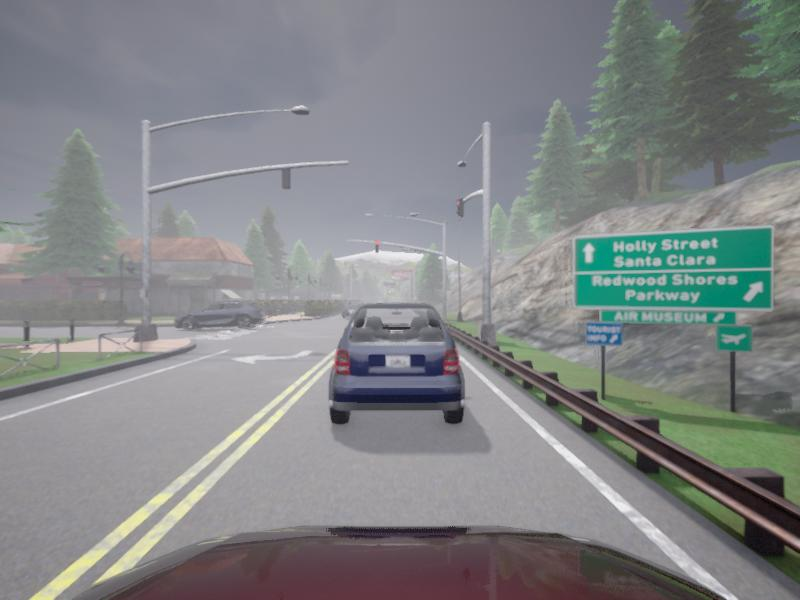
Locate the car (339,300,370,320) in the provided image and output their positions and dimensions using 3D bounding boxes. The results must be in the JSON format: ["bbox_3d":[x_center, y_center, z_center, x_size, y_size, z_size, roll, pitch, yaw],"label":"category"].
[{"bbox_3d":[-3.789,0.786,34.114,2.128,1.511,4.902,0,0,0],"label":"car"}]

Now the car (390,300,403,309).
[{"bbox_3d":[-0.574,0.751,68.640,2.163,1.488,4.792,0,0,0],"label":"car"}]

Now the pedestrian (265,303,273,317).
[{"bbox_3d":[-10.588,0.818,32.364,0.500,1.100,0.500,0,0,4],"label":"pedestrian"}]

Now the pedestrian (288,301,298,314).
[{"bbox_3d":[-10.229,0.709,38.295,0.751,1.300,0.751,0,0,0],"label":"pedestrian"}]

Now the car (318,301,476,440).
[{"bbox_3d":[-0.053,0.805,6.390,1.789,1.549,3.705,0,0,-1],"label":"car"}]

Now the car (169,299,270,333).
[{"bbox_3d":[-10.248,0.881,23.083,4.856,1.649,2.033,-2,1,-8],"label":"car"}]
